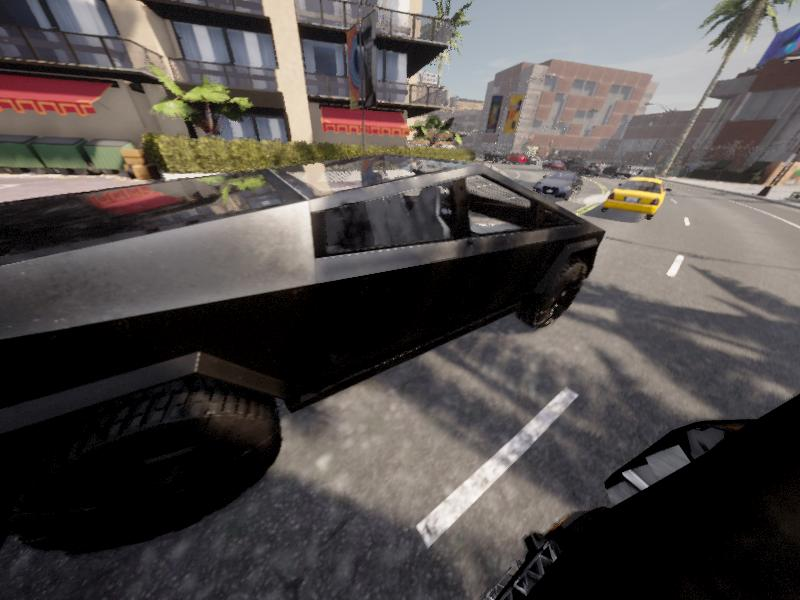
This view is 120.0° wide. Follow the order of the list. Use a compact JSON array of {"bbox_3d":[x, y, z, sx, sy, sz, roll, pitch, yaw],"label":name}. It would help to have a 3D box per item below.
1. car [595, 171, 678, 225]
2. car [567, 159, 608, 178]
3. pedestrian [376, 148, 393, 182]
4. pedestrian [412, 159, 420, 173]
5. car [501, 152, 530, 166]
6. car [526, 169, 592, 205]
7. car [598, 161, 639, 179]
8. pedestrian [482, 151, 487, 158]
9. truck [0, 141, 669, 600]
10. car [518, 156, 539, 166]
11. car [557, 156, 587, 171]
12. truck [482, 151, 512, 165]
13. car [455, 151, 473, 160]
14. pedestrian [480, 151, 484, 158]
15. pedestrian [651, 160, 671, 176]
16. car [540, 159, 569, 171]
[{"bbox_3d":[11.189,-4.978,10.809,5.366,1.575,1.801,-26,43,-36],"label":"car"},{"bbox_3d":[23.860,-16.944,29.634,2.242,1.667,4.611,10,34,11],"label":"car"},{"bbox_3d":[-1.005,-8.776,15.052,0.751,1.860,0.751,-23,41,-33],"label":"pedestrian"},{"bbox_3d":[1.527,-12.794,21.988,0.500,1.100,0.500,30,42,35],"label":"pedestrian"},{"bbox_3d":[23.550,-29.078,47.500,2.150,2.045,5.566,-5,34,-11],"label":"car"},{"bbox_3d":[9.349,-6.721,13.485,1.994,1.385,4.181,29,42,34],"label":"car"},{"bbox_3d":[27.240,-16.316,28.994,1.851,1.617,3.988,10,34,10],"label":"car"},{"bbox_3d":[26.771,-46.100,73.158,0.751,1.860,0.751,-9,35,-17],"label":"pedestrian"},{"bbox_3d":[-0.205,-0.440,2.691,6.274,2.098,2.390,-17,38,-27],"label":"truck"},{"bbox_3d":[26.880,-29.269,48.475,1.789,1.549,3.705,-4,34,-11],"label":"car"},{"bbox_3d":[28.493,-22.724,38.451,1.905,1.878,3.866,3,33,-1],"label":"car"},{"bbox_3d":[19.946,-29.607,47.987,2.390,2.098,6.274,-5,34,-12],"label":"truck"},{"bbox_3d":[16.557,-37.521,60.041,1.930,1.638,5.238,-6,35,-12],"label":"car"},{"bbox_3d":[26.807,-47.682,75.539,0.751,1.860,0.751,-2,34,-7],"label":"pedestrian"},{"bbox_3d":[36.430,-18.406,32.259,0.751,1.860,0.751,-2,34,-7],"label":"pedestrian"},{"bbox_3d":[24.984,-22.045,37.650,1.994,1.385,4.181,3,34,1],"label":"car"}]
